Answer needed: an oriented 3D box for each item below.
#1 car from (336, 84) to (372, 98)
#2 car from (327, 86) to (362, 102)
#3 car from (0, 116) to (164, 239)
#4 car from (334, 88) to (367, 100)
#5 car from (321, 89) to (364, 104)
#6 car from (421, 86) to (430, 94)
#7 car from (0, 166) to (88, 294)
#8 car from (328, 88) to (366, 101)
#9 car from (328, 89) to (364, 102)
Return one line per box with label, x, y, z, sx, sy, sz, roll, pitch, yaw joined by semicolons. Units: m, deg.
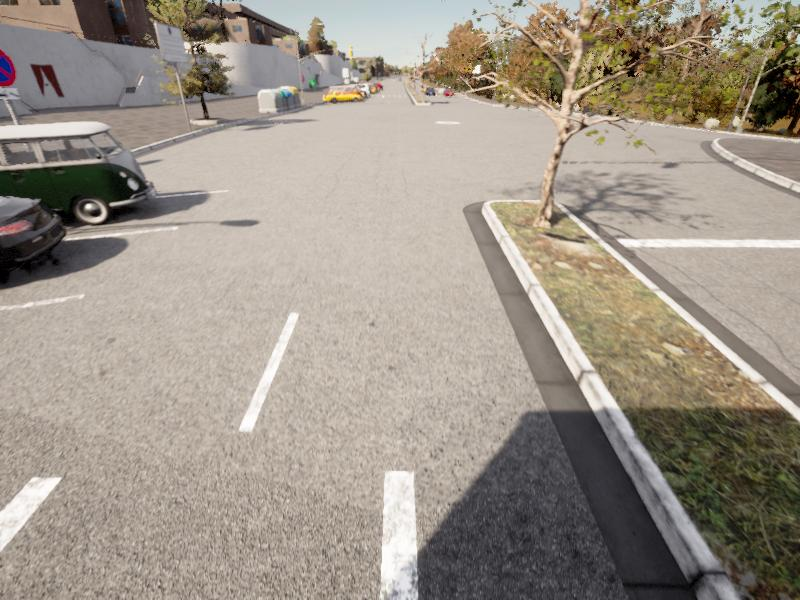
car;-8.042;-36.556;69.940;5.566;2.045;2.435;-11;31;-17
car;-7.916;-29.351;56.949;4.442;1.987;1.878;-11;30;-17
car;-7.951;-2.643;8.563;4.442;1.987;1.878;-11;32;-17
car;-8.010;-33.461;64.851;4.892;1.521;2.231;-11;31;-17
car;-7.852;-27.725;54.468;5.366;1.575;1.946;-11;30;-17
car;5.881;-49.105;93.399;1.882;1.535;5.008;0;29;0
car;-8.054;-0.886;6.086;4.674;1.452;2.002;-11;32;-17
car;-8.192;-31.989;62.183;5.366;1.575;1.946;-11;31;-17
car;-8.046;-30.544;59.634;4.792;1.488;2.163;-11;31;-17
